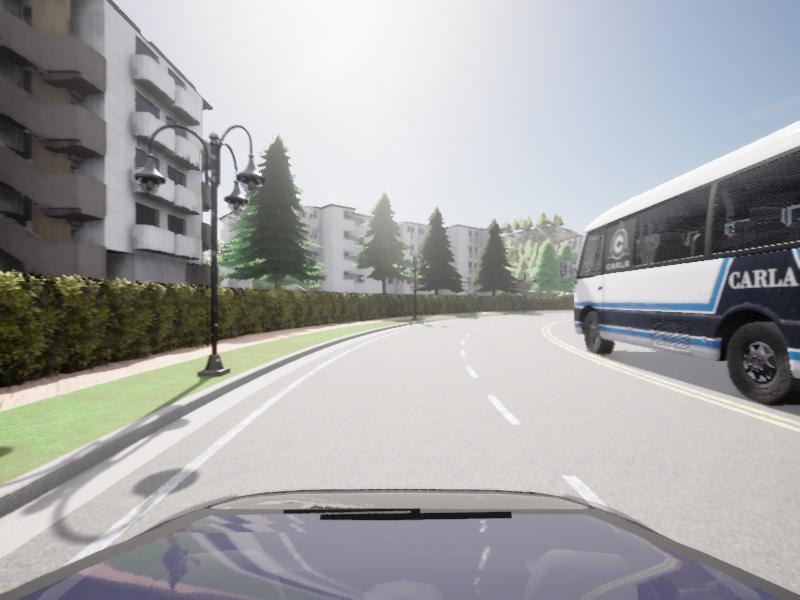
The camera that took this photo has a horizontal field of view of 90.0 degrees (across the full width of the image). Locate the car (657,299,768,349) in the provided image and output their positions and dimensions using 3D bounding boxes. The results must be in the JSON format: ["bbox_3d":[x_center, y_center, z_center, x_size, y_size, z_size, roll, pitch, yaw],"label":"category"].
[{"bbox_3d":[11.610,0.786,15.241,1.851,1.617,3.988,0,0,13],"label":"car"}]

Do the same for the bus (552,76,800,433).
[{"bbox_3d":[6.884,-0.536,8.224,3.944,4.253,10.273,0,0,2],"label":"bus"}]
